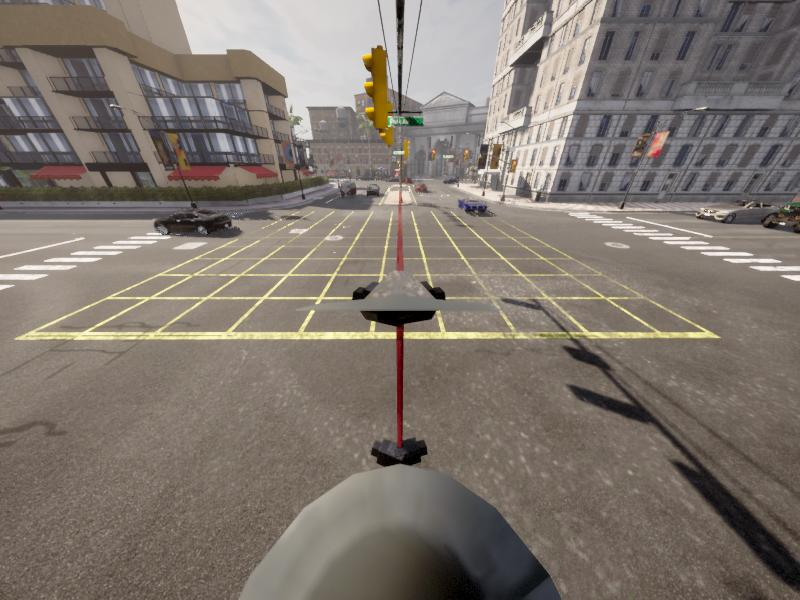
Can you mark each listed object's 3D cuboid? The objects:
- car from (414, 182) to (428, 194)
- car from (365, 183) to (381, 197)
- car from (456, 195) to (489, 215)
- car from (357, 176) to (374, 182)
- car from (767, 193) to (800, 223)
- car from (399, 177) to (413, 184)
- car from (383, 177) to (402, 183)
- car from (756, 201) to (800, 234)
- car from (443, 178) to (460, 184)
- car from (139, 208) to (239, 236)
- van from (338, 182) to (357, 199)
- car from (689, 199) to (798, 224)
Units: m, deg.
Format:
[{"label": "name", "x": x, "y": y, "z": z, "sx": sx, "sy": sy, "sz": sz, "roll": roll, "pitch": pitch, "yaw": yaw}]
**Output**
[{"label": "car", "x": 3.839, "y": -21.026, "z": 43.085, "sx": 2.152, "sy": 1.651, "sz": 5.027, "roll": 0, "pitch": 30, "yaw": 0}, {"label": "car", "x": -4.180, "y": -17.437, "z": 36.565, "sx": 1.930, "sy": 1.638, "sz": 5.238, "roll": 0, "pitch": 30, "yaw": 0}, {"label": "car", "x": 7.278, "y": -9.792, "z": 23.670, "sx": 1.895, "sy": 1.301, "sz": 4.718, "roll": 0, "pitch": 30, "yaw": 0}, {"label": "car", "x": -10.890, "y": -38.128, "z": 72.542, "sx": 4.892, "sy": 1.490, "sz": 1.837, "roll": 6, "pitch": 30, "yaw": 10}, {"label": "car", "x": 35.503, "y": -7.623, "z": 19.162, "sx": 5.566, "sy": 2.045, "sz": 2.150, "roll": 0, "pitch": 30, "yaw": 0}, {"label": "car", "x": 1.490, "y": -32.373, "z": 62.548, "sx": 1.851, "sy": 1.617, "sz": 3.988, "roll": -18, "pitch": 34, "yaw": -28}, {"label": "car", "x": -2.168, "y": -34.780, "z": 66.837, "sx": 5.357, "sy": 1.411, "sz": 2.033, "roll": -25, "pitch": 38, "yaw": -36}, {"label": "car", "x": 28.845, "y": -5.803, "z": 16.166, "sx": 3.866, "sy": 1.878, "sz": 1.905, "roll": 0, "pitch": 30, "yaw": 0}, {"label": "car", "x": 13.825, "y": -32.041, "z": 62.112, "sx": 4.181, "sy": 1.385, "sz": 1.994, "roll": -16, "pitch": 34, "yaw": -26}, {"label": "car", "x": -14.264, "y": -5.393, "z": 15.850, "sx": 4.892, "sy": 1.490, "sz": 1.837, "roll": 2, "pitch": 30, "yaw": 4}, {"label": "van", "x": -7.688, "y": -16.402, "z": 34.427, "sx": 1.775, "sy": 1.987, "sz": 4.442, "roll": 0, "pitch": 30, "yaw": 0}, {"label": "car", "x": 28.323, "y": -7.433, "z": 19.258, "sx": 5.027, "sy": 1.651, "sz": 2.152, "roll": 0, "pitch": 30, "yaw": 0}]
